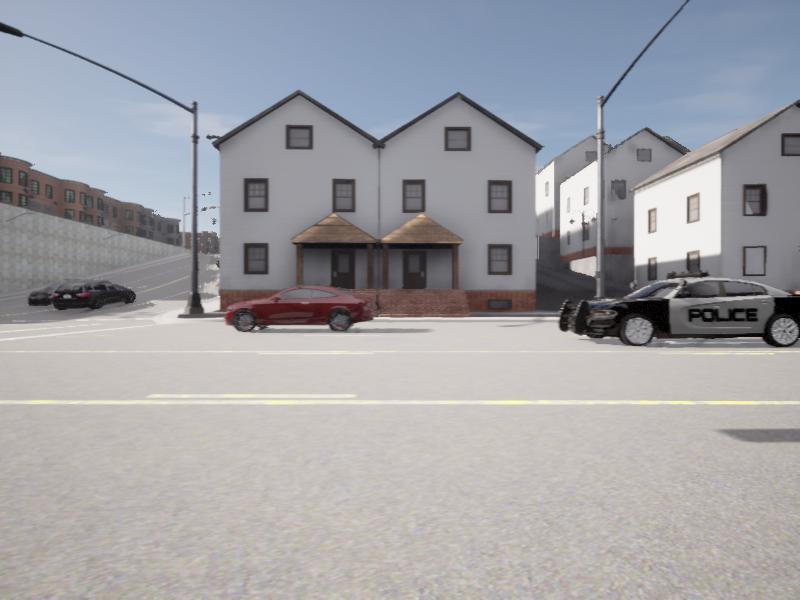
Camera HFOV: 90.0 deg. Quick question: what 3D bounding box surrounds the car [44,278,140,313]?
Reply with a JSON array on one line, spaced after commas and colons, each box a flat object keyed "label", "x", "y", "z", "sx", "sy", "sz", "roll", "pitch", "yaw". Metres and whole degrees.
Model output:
[{"label": "car", "x": -18.520, "y": -0.376, "z": 24.451, "sx": 2.242, "sy": 1.667, "sz": 4.611, "roll": 0, "pitch": 6, "yaw": 0}]

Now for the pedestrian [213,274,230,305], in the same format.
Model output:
[{"label": "pedestrian", "x": -11.051, "y": -0.650, "z": 24.745, "sx": 0.751, "sy": 1.860, "sz": 0.751, "roll": 0, "pitch": 0, "yaw": -1}]

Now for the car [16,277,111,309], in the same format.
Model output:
[{"label": "car", "x": -22.032, "y": -0.568, "z": 26.573, "sx": 2.038, "sy": 1.542, "sz": 4.974, "roll": 0, "pitch": 8, "yaw": 0}]

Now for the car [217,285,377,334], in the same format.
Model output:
[{"label": "car", "x": -3.118, "y": 0.268, "z": 12.818, "sx": 4.674, "sy": 1.442, "sz": 1.812, "roll": 0, "pitch": 0, "yaw": -1}]

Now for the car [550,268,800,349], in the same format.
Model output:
[{"label": "car", "x": 6.441, "y": 0.174, "z": 9.231, "sx": 5.238, "sy": 1.638, "sz": 1.930, "roll": 0, "pitch": 0, "yaw": 0}]
